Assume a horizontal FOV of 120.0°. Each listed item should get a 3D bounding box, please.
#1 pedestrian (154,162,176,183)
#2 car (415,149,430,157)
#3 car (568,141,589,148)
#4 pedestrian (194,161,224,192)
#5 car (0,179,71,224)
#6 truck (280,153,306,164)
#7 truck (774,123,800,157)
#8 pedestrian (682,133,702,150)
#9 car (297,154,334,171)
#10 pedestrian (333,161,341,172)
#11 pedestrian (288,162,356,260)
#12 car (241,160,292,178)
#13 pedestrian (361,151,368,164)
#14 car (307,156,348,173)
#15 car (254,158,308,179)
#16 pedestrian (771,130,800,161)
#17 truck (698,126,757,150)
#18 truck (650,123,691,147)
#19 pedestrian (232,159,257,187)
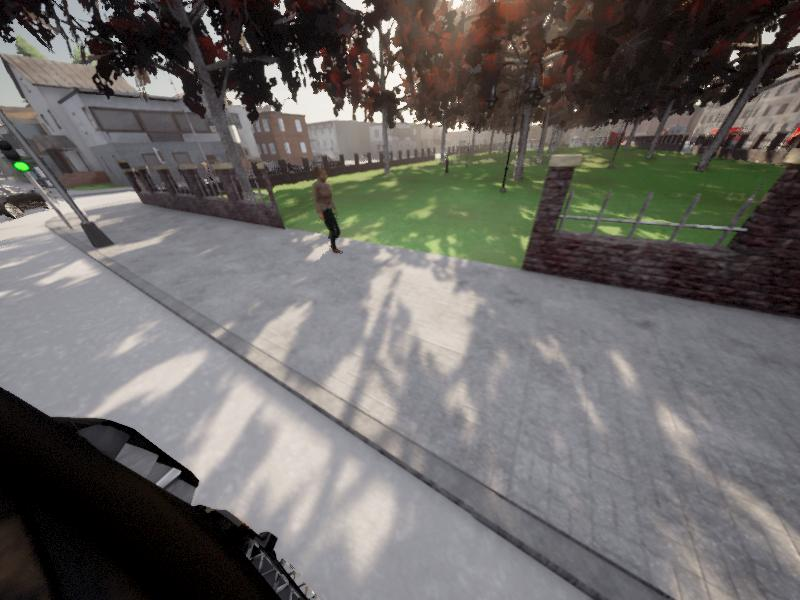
[{"bbox_3d":[-24.326,-13.194,23.946,0.751,1.860,0.751,17,38,27],"label":"pedestrian"},{"bbox_3d":[5.718,-36.886,57.944,1.837,1.490,4.892,17,38,26],"label":"car"},{"bbox_3d":[59.082,-51.651,76.532,5.027,1.651,2.152,16,38,27],"label":"car"},{"bbox_3d":[-13.642,-8.854,16.545,0.751,1.860,0.751,18,39,28],"label":"pedestrian"},{"bbox_3d":[-20.810,-5.165,12.089,2.128,1.511,4.902,-19,37,-22],"label":"car"},{"bbox_3d":[-26.690,-35.254,57.521,6.274,2.098,2.390,17,38,27],"label":"truck"},{"bbox_3d":[36.093,-13.557,19.365,2.627,2.467,5.204,17,38,27],"label":"truck"},{"bbox_3d":[39.986,-21.681,31.643,0.751,1.860,0.751,10,35,18],"label":"pedestrian"},{"bbox_3d":[-12.029,-19.827,33.222,1.932,1.855,4.605,18,39,29],"label":"car"},{"bbox_3d":[-7.330,-15.512,26.794,0.500,1.100,0.500,-22,38,-26],"label":"pedestrian"},{"bbox_3d":[-1.622,-1.937,5.122,0.751,1.860,0.751,11,36,20],"label":"pedestrian"},{"bbox_3d":[-16.124,-16.092,28.235,2.128,1.511,4.902,16,38,27],"label":"car"},{"bbox_3d":[-6.216,-25.050,40.621,0.751,1.860,0.751,22,41,32],"label":"pedestrian"},{"bbox_3d":[-9.408,-17.955,30.514,2.128,1.511,4.902,15,37,25],"label":"car"},{"bbox_3d":[-13.031,-14.619,25.651,2.033,1.649,4.856,15,37,25],"label":"car"},{"bbox_3d":[28.304,-11.125,16.617,0.751,1.860,0.751,17,38,27],"label":"pedestrian"},{"bbox_3d":[45.702,-22.735,32.470,2.627,2.467,5.204,17,38,27],"label":"truck"},{"bbox_3d":[59.535,-36.386,51.153,2.891,3.827,8.468,16,38,27],"label":"truck"},{"bbox_3d":[-12.248,-10.053,18.246,0.751,1.860,0.751,18,39,28],"label":"pedestrian"}]
